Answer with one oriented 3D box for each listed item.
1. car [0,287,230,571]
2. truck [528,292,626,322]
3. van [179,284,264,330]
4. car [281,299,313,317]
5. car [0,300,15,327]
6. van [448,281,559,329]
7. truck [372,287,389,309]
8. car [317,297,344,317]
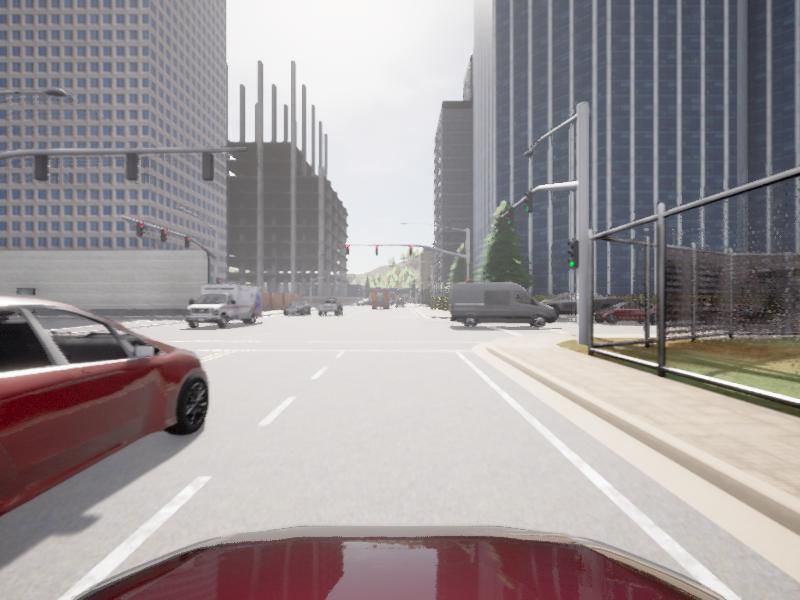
[{"bbox_3d":[-3.479,0.757,3.274,2.242,1.667,4.611,0,0,0],"label":"car"},{"bbox_3d":[13.100,0.492,29.874,6.274,2.098,2.390,0,0,0],"label":"truck"},{"bbox_3d":[-10.505,0.350,24.319,2.351,2.431,6.366,0,0,0],"label":"van"},{"bbox_3d":[-10.506,0.780,41.183,2.033,1.649,4.856,0,1,0],"label":"car"},{"bbox_3d":[-25.294,0.777,22.953,4.514,1.525,2.007,0,0,0],"label":"car"},{"bbox_3d":[5.830,0.285,23.060,5.915,2.561,1.988,-1,1,10],"label":"van"},{"bbox_3d":[-3.507,-0.310,73.782,2.891,3.827,8.468,0,0,0],"label":"truck"},{"bbox_3d":[-7.008,0.656,40.729,1.932,1.855,4.605,0,1,0],"label":"car"}]
